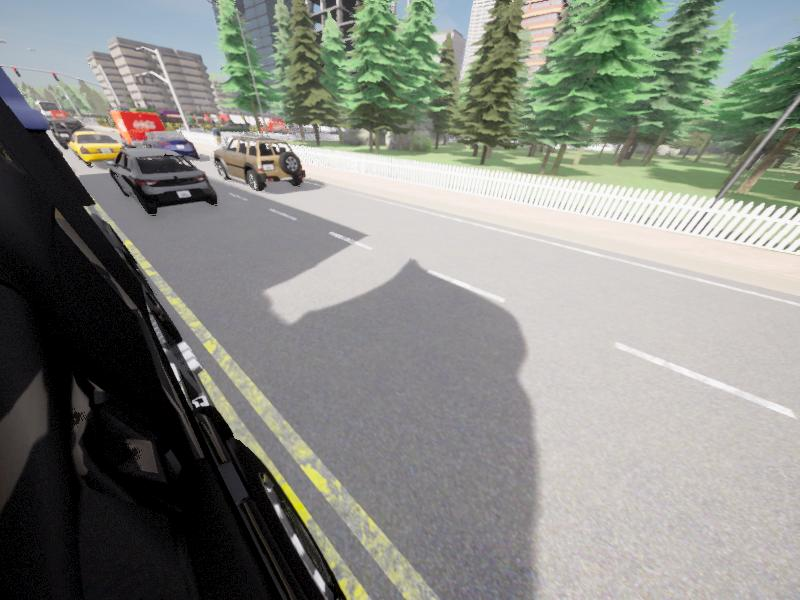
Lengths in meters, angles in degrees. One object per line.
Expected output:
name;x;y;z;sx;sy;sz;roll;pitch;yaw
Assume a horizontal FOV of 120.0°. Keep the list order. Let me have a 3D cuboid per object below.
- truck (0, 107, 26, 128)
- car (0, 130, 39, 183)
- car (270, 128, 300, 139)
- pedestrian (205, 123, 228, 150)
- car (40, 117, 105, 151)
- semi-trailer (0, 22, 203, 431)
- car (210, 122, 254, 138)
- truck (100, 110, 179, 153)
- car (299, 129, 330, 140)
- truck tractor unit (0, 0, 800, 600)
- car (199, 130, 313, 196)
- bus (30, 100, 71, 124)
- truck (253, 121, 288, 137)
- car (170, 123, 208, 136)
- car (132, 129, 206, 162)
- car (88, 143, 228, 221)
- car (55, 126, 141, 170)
truck;-61.027;-28.168;35.579;5.204;2.467;2.627;26;42;28
car;-16.355;-5.624;8.955;3.806;1.475;1.970;26;42;28
car;-21.692;-31.580;43.929;2.007;1.525;4.514;25;42;27
pedestrian;-15.620;-13.921;19.704;0.751;1.860;0.751;26;42;28
car;-25.004;-12.697;17.627;4.605;1.855;1.932;26;42;28
semi-trailer;-8.817;-3.508;4.127;14.254;4.402;2.717;27;42;29
car;-29.094;-29.591;40.231;2.150;2.045;5.566;25;42;27
truck;-20.849;-13.506;18.530;5.204;2.467;2.627;26;42;29
car;-16.526;-32.100;44.921;1.930;1.638;5.238;25;42;27
truck tractor unit;-2.645;-0.295;0.352;6.516;4.208;3.053;28;44;30
car;-6.119;-5.961;9.828;4.605;1.855;1.932;26;42;28
bus;-90.586;-48.701;59.899;10.273;4.253;3.944;26;42;28
truck;-26.601;-35.151;47.640;2.627;2.467;5.204;25;42;27
car;-35.077;-28.396;38.530;1.851;1.617;3.988;27;43;29
car;-15.686;-10.537;15.702;4.792;1.488;2.163;26;42;28
car;-7.587;-3.899;7.248;4.193;1.474;1.816;26;42;28
car;-16.523;-8.371;12.601;5.366;1.575;1.801;26;42;28
